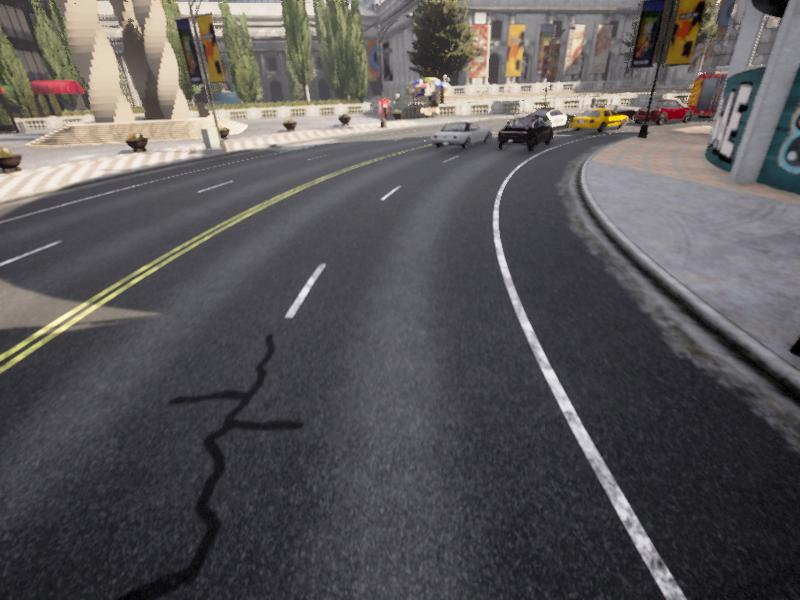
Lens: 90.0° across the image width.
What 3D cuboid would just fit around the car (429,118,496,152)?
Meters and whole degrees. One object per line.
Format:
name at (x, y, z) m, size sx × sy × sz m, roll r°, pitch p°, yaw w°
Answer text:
car at (3.707, -9.645, 23.207) m, size 1.895 × 1.301 × 4.718 m, roll 16°, pitch 33°, yaw 30°

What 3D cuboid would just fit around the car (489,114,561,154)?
car at (6.904, -9.127, 21.764) m, size 2.128 × 1.511 × 4.902 m, roll 16°, pitch 33°, yaw 31°

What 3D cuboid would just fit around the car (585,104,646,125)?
car at (18.178, -15.722, 33.767) m, size 4.718 × 1.301 × 1.895 m, roll -15°, pitch 30°, yaw -22°

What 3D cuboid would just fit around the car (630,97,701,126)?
car at (20.655, -14.715, 31.137) m, size 4.553 × 1.767 × 2.097 m, roll -14°, pitch 30°, yaw -22°

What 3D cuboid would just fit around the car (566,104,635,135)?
car at (14.122, -12.733, 28.051) m, size 5.366 × 1.575 × 1.801 m, roll -21°, pitch 33°, yaw -32°

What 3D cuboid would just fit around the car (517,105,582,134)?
car at (11.228, -13.596, 29.965) m, size 4.974 × 1.542 × 2.038 m, roll -23°, pitch 34°, yaw -33°

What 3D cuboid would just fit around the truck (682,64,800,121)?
truck at (28.499, -17.111, 32.965) m, size 8.468 × 3.827 × 2.891 m, roll -9°, pitch 28°, yaw -13°
